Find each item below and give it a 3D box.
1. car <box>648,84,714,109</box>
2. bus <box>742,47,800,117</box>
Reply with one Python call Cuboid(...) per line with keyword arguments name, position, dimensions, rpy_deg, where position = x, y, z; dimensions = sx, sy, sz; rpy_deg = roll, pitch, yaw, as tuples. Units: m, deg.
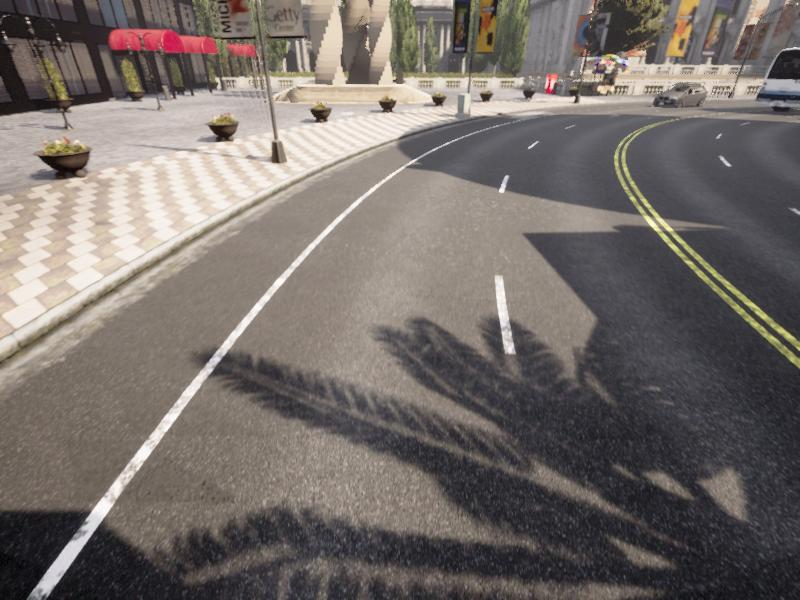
Cuboid(name="car", position=(24.223, -17.581, 34.499), dimensions=(4.611, 1.667, 2.242), rpy_deg=(-13, 33, -22))
Cuboid(name="bus", position=(32.534, -16.661, 30.458), dimensions=(10.273, 4.253, 3.944), rpy_deg=(-10, 32, -17))
